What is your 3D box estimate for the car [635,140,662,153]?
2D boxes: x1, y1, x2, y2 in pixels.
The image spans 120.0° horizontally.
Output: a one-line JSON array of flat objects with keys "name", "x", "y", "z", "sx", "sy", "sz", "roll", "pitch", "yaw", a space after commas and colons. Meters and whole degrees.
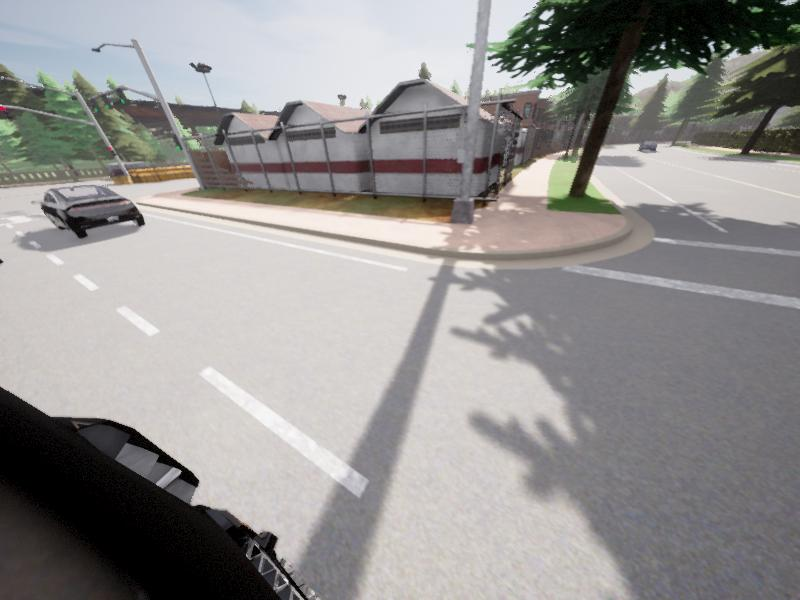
[{"name": "car", "x": 37.408, "y": -23.265, "z": 34.905, "sx": 2.033, "sy": 1.411, "sz": 5.357, "roll": 20, "pitch": 40, "yaw": 31}]

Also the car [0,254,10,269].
[{"name": "car", "x": -12.727, "y": -1.637, "z": 5.780, "sx": 4.553, "sy": 1.767, "sz": 2.097, "roll": 16, "pitch": 38, "yaw": 26}]

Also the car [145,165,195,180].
[{"name": "car", "x": -31.098, "y": -17.399, "z": 31.348, "sx": 1.994, "sy": 1.385, "sz": 4.181, "roll": 14, "pitch": 37, "yaw": 24}]

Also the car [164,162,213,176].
[{"name": "car", "x": -32.394, "y": -20.202, "z": 35.548, "sx": 2.128, "sy": 1.511, "sz": 4.902, "roll": 14, "pitch": 37, "yaw": 24}]

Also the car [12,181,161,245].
[{"name": "car", "x": -11.941, "y": -3.527, "z": 8.830, "sx": 4.902, "sy": 1.511, "sz": 2.128, "roll": 16, "pitch": 38, "yaw": 25}]

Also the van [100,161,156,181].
[{"name": "van", "x": -38.216, "y": -18.248, "z": 32.611, "sx": 1.775, "sy": 1.987, "sz": 4.442, "roll": 14, "pitch": 37, "yaw": 24}]
